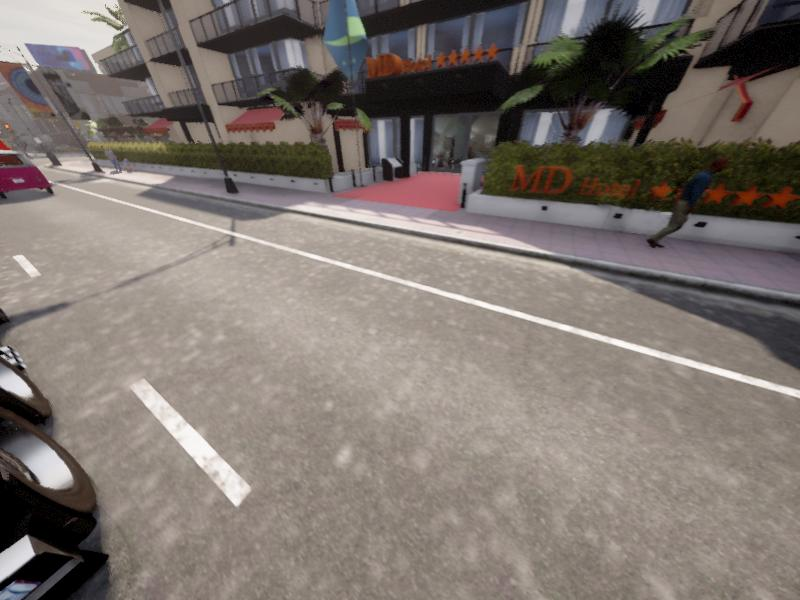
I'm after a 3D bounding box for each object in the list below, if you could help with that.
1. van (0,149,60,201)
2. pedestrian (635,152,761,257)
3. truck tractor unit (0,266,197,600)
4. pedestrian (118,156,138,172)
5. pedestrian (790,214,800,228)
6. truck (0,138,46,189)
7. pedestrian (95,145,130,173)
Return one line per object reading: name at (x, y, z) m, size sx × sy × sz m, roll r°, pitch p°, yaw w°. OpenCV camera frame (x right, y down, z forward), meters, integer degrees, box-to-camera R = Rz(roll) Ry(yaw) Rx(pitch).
van at (-20.364, -6.596, 11.948) m, size 4.442 × 1.987 × 1.775 m, roll 18°, pitch 39°, yaw 24°
pedestrian at (6.018, -1.994, 4.866) m, size 0.751 × 1.860 × 0.751 m, roll 22°, pitch 41°, yaw 29°
truck tractor unit at (-5.120, -0.290, 0.779) m, size 6.516 × 4.208 × 3.053 m, roll 18°, pitch 39°, yaw 24°
pedestrian at (-22.427, -11.201, 19.047) m, size 0.500 × 1.100 × 0.500 m, roll 17°, pitch 39°, yaw 23°
pedestrian at (11.499, -2.670, 5.779) m, size 0.751 × 1.860 × 0.751 m, roll 17°, pitch 39°, yaw 24°
truck at (-25.840, -8.560, 14.397) m, size 5.204 × 2.467 × 2.627 m, roll 18°, pitch 39°, yaw 24°
pedestrian at (-22.750, -11.151, 18.312) m, size 0.751 × 1.860 × 0.751 m, roll 14°, pitch 37°, yaw 20°
